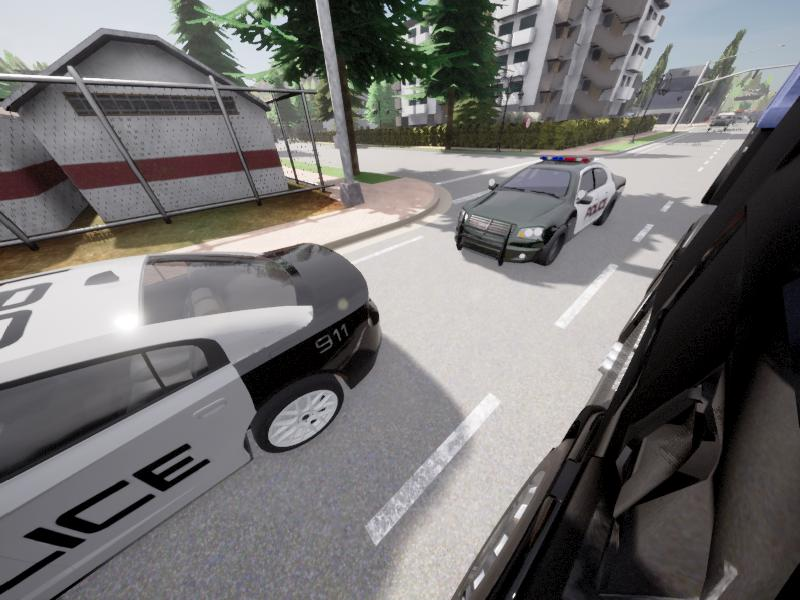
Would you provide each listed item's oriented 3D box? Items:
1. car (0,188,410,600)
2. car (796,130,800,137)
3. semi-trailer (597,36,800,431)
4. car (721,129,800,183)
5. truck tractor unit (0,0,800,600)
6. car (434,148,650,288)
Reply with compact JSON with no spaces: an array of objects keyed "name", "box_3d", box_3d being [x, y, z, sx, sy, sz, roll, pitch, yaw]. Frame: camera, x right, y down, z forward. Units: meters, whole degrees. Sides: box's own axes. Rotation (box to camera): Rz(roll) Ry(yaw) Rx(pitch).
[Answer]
[{"name":"car","box_3d":[-2.545,0.793,1.376,5.238,1.638,1.930,-28,44,-30]},{"name":"car","box_3d":[39.552,-16.272,21.557,5.366,1.575,1.801,-28,44,-30]},{"name":"semi-trailer","box_3d":[8.730,-3.586,4.193,14.254,4.402,2.717,-28,43,-29]},{"name":"car","box_3d":[15.515,-6.063,9.547,3.806,1.475,1.970,-28,43,-30]},{"name":"truck tractor unit","box_3d":[2.645,-0.295,0.351,6.516,4.208,3.053,-28,44,-30]},{"name":"car","box_3d":[3.274,-2.280,5.204,4.974,1.542,2.038,-28,44,-30]}]
